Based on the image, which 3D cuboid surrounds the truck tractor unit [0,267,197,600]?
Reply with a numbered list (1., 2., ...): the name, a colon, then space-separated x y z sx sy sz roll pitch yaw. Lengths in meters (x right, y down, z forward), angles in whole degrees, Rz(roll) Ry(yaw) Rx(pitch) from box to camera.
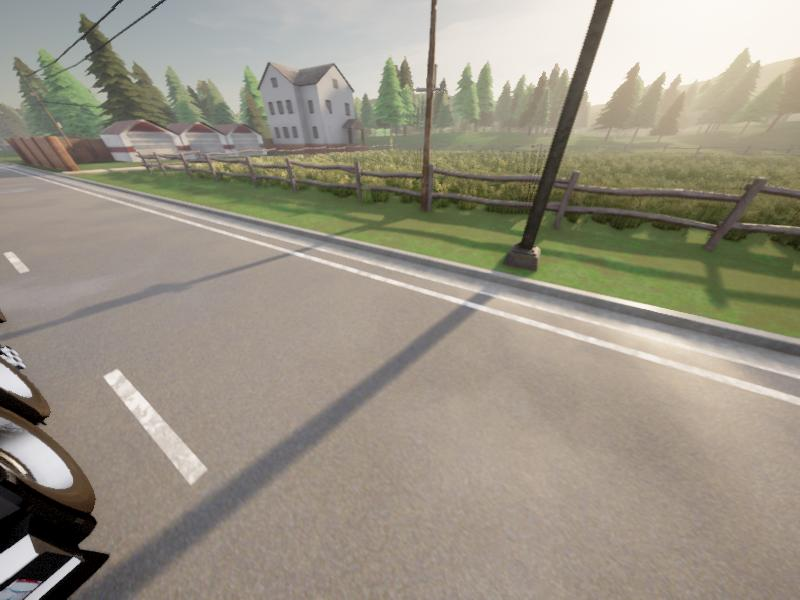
1. truck tractor unit: -5.117 -0.295 0.773 6.516 4.208 3.053 18 39 24
